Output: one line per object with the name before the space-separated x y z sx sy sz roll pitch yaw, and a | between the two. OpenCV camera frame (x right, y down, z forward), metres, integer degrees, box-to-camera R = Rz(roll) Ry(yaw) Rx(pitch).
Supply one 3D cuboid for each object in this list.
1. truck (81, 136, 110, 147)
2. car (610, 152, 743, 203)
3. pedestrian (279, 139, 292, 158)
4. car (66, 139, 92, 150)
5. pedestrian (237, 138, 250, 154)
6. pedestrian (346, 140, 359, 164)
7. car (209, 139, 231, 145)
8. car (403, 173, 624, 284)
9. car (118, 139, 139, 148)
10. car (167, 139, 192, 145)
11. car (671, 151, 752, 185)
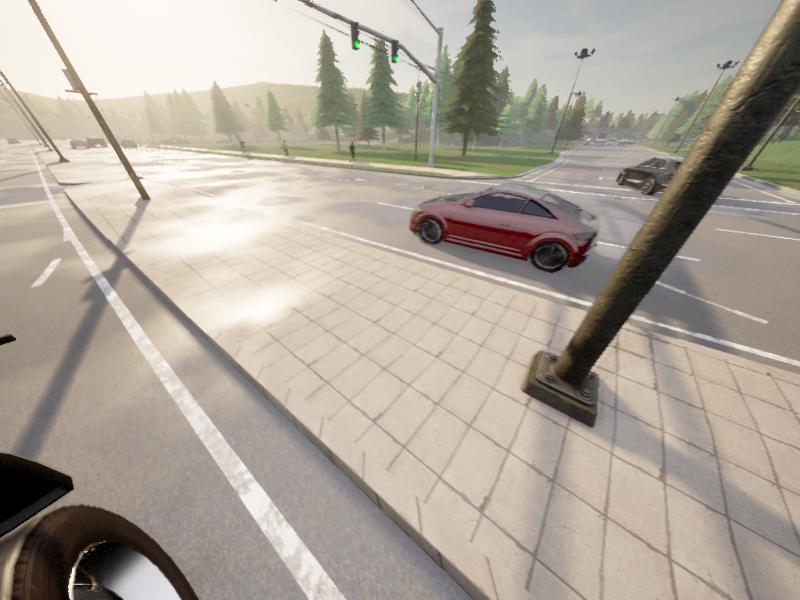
truck | -69.457 -36.158 52.674 6.274 2.098 2.390 22 41 28
car | 13.240 -6.384 11.690 2.033 1.649 4.856 10 36 15
pedestrian | -13.715 -18.192 27.657 0.751 1.860 0.751 25 42 30
car | -62.717 -30.509 45.146 5.027 1.651 2.152 24 41 29
pedestrian | -22.483 -22.191 33.242 0.751 1.860 0.751 25 42 30
pedestrian | -4.457 -13.966 21.757 0.751 1.860 0.751 25 42 31
car | -56.592 -49.790 72.716 2.128 1.511 4.902 24 42 30
car | 2.357 -2.046 5.648 4.181 1.385 1.994 22 41 28
car | -58.145 -33.549 49.518 3.988 1.617 1.851 24 41 29
car | -65.089 -46.786 68.316 1.837 1.490 4.892 24 42 30
car | 20.488 -8.974 15.515 2.038 1.542 4.974 25 41 30
